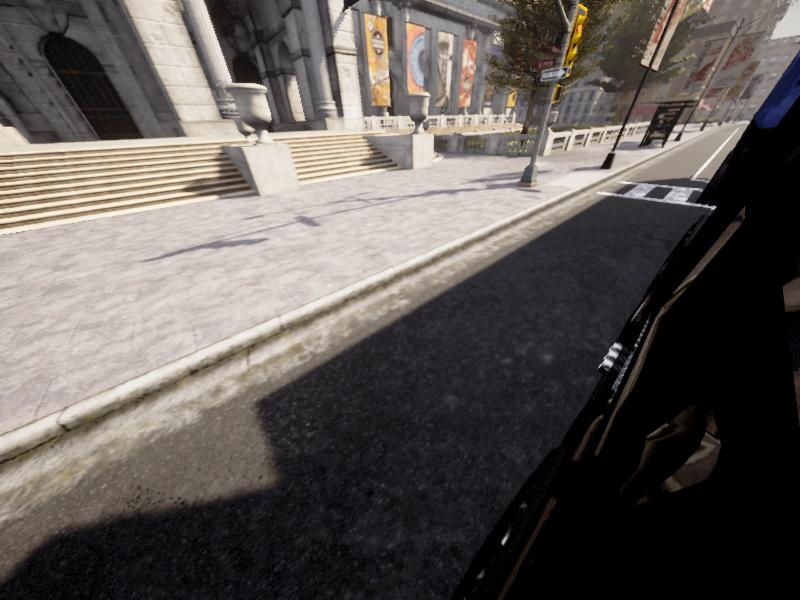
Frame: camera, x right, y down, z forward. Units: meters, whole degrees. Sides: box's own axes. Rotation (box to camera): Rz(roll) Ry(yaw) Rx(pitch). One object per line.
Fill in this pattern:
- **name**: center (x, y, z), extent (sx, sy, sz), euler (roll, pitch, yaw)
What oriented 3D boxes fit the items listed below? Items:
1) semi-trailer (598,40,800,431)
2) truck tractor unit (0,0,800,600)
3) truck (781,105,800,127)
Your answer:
- **semi-trailer**: center (8.686, -3.615, 4.237), extent (14.254, 4.402, 2.717), euler (-28, 44, -30)
- **truck tractor unit**: center (2.645, -0.295, 0.351), extent (6.516, 4.208, 3.053), euler (-28, 44, -30)
- **truck**: center (59.190, -26.868, 33.651), extent (5.204, 2.467, 2.627), euler (-23, 41, -25)
